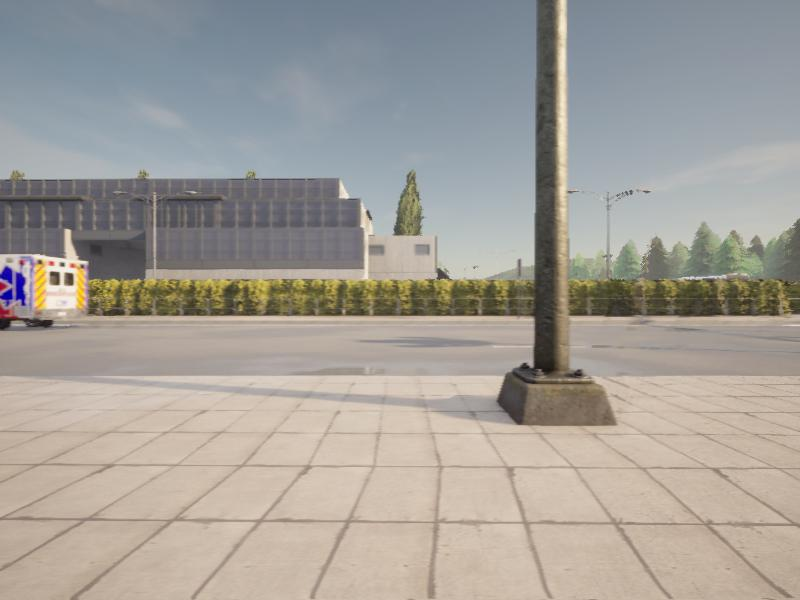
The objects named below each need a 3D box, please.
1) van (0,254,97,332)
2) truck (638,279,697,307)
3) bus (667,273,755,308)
[{"bbox_3d":[-14.470,-0.218,13.742,6.366,2.431,2.351,0,0,0],"label":"van"},{"bbox_3d":[38.074,-0.931,57.473,2.891,3.827,8.468,0,0,1],"label":"truck"},{"bbox_3d":[41.398,-1.143,53.929,3.944,4.253,10.273,0,0,1],"label":"bus"}]
